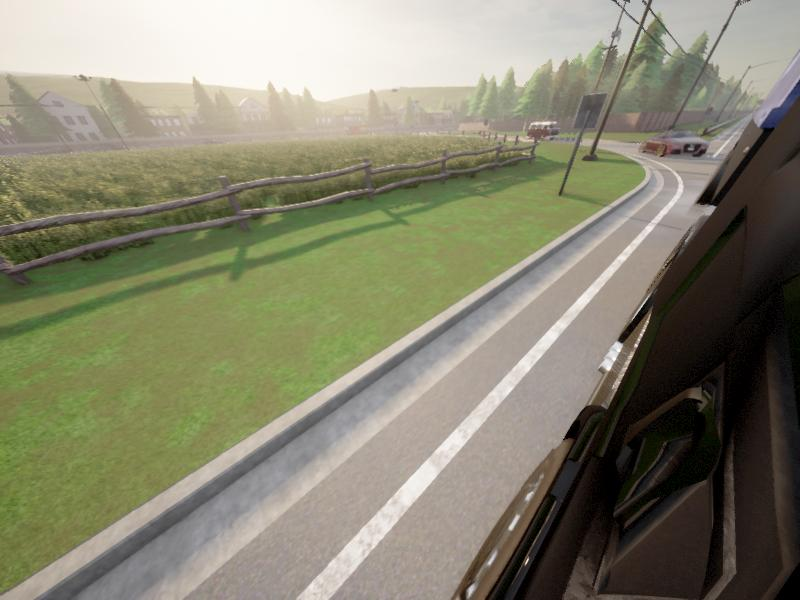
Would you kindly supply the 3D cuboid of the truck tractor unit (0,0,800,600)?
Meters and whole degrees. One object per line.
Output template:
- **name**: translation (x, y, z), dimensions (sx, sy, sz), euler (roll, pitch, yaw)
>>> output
- **truck tractor unit**: translation (2.645, -0.295, 0.351), dimensions (6.516, 4.208, 3.053), euler (-28, 44, -30)

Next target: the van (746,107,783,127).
- **van**: translation (61.653, -30.996, 39.135), dimensions (6.366, 2.431, 2.351), euler (-28, 44, -30)

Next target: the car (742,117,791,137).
- **car**: translation (38.009, -18.011, 24.075), dimensions (4.792, 1.488, 2.163), euler (-28, 44, -30)

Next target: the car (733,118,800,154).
- **car**: translation (24.789, -11.024, 15.461), dimensions (5.027, 1.651, 2.152), euler (-28, 44, -30)

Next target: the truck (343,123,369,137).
- **truck**: translation (-16.083, -62.608, 85.255), dimensions (8.468, 3.827, 2.891), euler (-28, 43, -30)

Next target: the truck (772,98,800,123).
- **truck**: translation (81.591, -39.463, 48.007), dimensions (8.468, 3.827, 2.891), euler (-28, 44, -30)

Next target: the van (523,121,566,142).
- **van**: translation (19.024, -22.425, 30.734), dimensions (2.069, 2.038, 4.480), euler (-8, 37, -8)

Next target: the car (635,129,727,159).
- **car**: translation (17.794, -10.195, 15.014), dimensions (1.994, 1.385, 4.181), euler (10, 38, 16)

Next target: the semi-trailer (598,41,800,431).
- **semi-trailer**: translation (8.684, -3.614, 4.244), dimensions (14.254, 4.402, 2.717), euler (-28, 44, -30)
